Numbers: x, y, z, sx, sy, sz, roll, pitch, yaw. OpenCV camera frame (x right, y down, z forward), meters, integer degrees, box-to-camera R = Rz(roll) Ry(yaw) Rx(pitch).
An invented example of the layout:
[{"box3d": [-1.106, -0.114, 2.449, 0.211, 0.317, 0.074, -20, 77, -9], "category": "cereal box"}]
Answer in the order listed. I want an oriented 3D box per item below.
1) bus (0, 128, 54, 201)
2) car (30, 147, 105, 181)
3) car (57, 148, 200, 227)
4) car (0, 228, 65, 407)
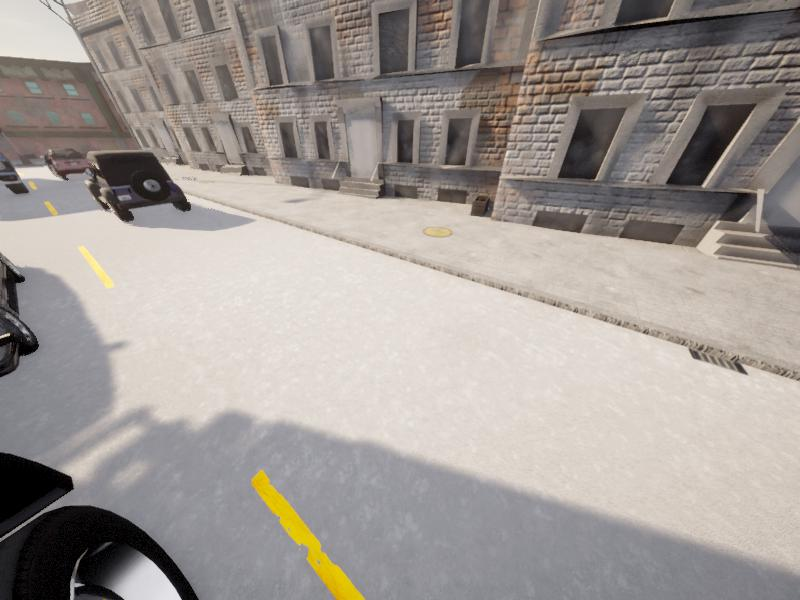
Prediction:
[{"box3d": [-21.282, -7.342, 10.491, 10.273, 4.253, 3.944, 22, 41, 28], "category": "bus"}, {"box3d": [-21.778, -9.010, 15.155, 3.988, 1.617, 1.851, 21, 40, 26], "category": "car"}, {"box3d": [-9.271, -4.057, 7.966, 3.866, 1.878, 1.905, 22, 40, 27], "category": "car"}, {"box3d": [-6.588, -0.098, 2.803, 5.357, 1.411, 2.033, 22, 41, 28], "category": "car"}]
